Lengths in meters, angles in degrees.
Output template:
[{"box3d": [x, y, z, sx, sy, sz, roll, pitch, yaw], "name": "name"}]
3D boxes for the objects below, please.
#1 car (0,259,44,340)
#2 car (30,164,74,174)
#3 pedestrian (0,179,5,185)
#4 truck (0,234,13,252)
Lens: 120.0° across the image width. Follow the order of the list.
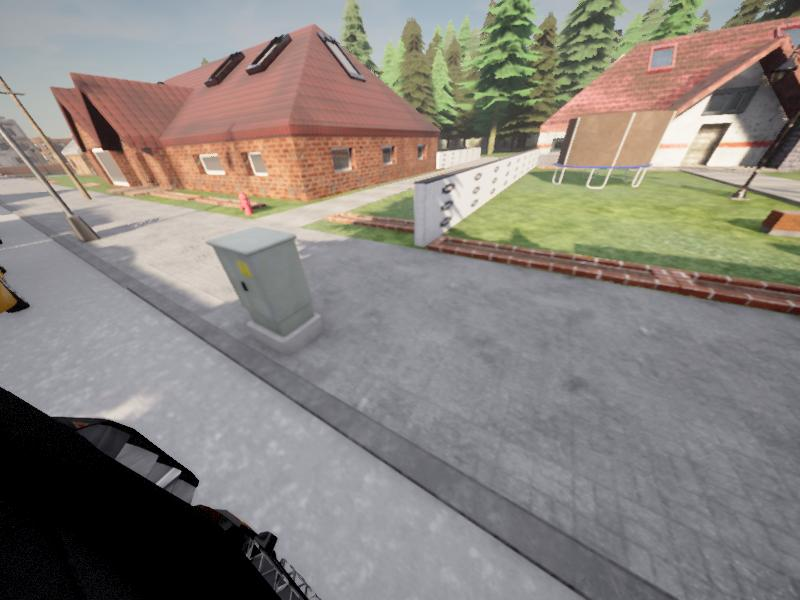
[{"box3d": [-8.280, -0.424, 3.642, 5.008, 1.535, 1.882, 16, 38, 26], "name": "car"}, {"box3d": [-79.242, -30.033, 52.732, 1.801, 1.575, 5.366, 16, 38, 26], "name": "car"}, {"box3d": [-42.862, -13.022, 24.129, 0.751, 1.860, 0.751, 16, 38, 26], "name": "pedestrian"}, {"box3d": [-14.738, -2.558, 6.735, 6.274, 2.098, 2.390, 16, 38, 26], "name": "truck"}]
